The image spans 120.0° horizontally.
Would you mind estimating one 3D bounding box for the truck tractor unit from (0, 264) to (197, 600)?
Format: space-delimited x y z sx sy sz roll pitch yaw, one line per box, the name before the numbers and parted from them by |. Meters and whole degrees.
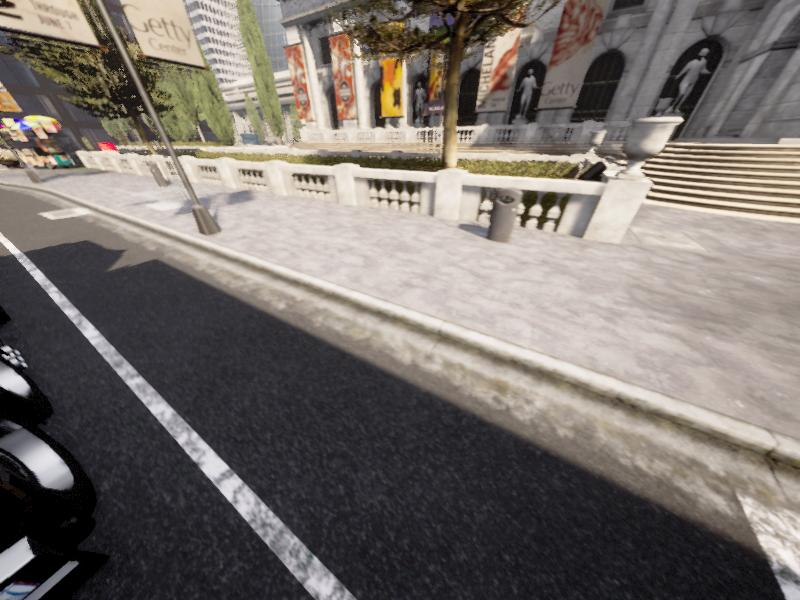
truck tractor unit | -5.116 -0.294 0.783 6.516 4.208 3.053 18 39 24
